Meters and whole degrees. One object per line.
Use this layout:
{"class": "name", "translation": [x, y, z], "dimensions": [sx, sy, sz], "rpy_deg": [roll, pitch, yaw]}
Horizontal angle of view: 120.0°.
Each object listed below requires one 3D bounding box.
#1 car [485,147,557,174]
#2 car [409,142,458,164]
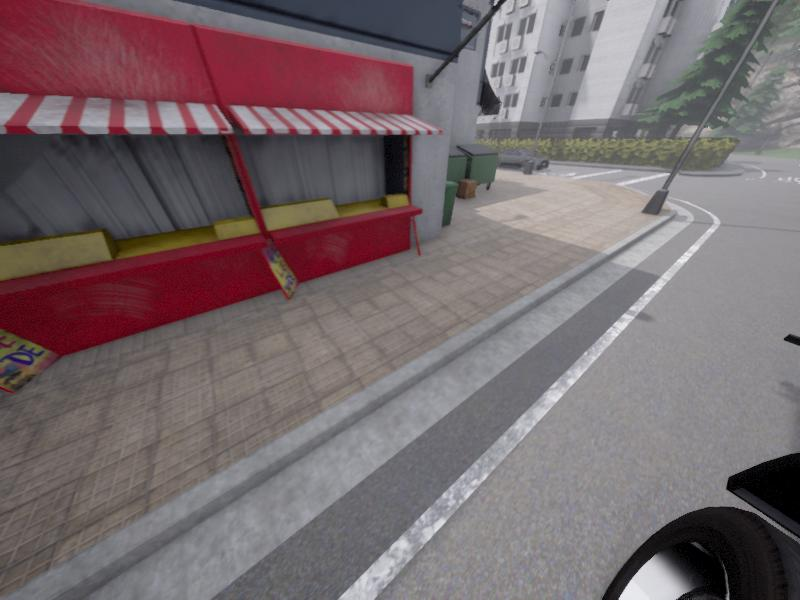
{"class": "car", "translation": [8.889, -10.561, 17.339], "dimensions": [1.994, 1.385, 4.181], "rpy_deg": [-23, 41, -29]}
{"class": "car", "translation": [3.279, -15.095, 23.557], "dimensions": [2.242, 1.667, 4.611], "rpy_deg": [-23, 41, -29]}
